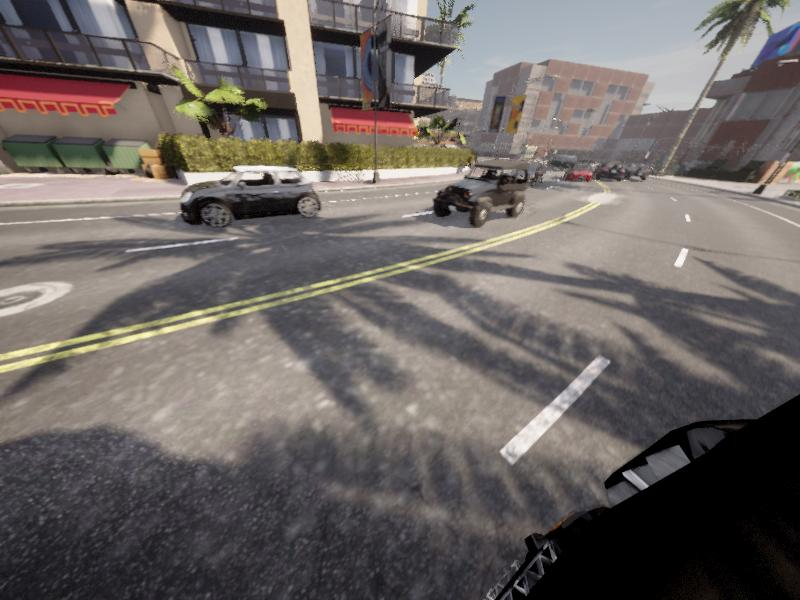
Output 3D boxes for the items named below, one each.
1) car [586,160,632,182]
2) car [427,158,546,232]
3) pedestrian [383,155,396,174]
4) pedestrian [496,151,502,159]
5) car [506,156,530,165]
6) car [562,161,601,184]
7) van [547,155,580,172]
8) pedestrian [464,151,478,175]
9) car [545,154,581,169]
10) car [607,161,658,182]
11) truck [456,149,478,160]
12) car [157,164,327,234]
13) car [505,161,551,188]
[{"bbox_3d":[22.610,-14.157,25.263,2.242,1.667,4.611,14,36,17],"label":"car"},{"bbox_3d":[3.149,-4.006,8.447,3.866,1.878,1.905,-22,41,-33],"label":"car"},{"bbox_3d":[-0.897,-11.427,19.503,0.751,1.300,0.751,27,41,32],"label":"pedestrian"},{"bbox_3d":[28.997,-42.451,67.591,0.751,1.860,0.751,-15,38,-25],"label":"pedestrian"},{"bbox_3d":[24.003,-28.549,47.177,1.994,1.385,4.181,-5,34,-11],"label":"car"},{"bbox_3d":[17.335,-12.371,22.332,2.007,1.525,4.514,17,36,20],"label":"car"},{"bbox_3d":[25.218,-21.297,35.857,1.775,1.987,4.442,4,34,2],"label":"van"},{"bbox_3d":[6.700,-12.976,21.844,0.751,1.860,0.751,22,38,26],"label":"pedestrian"},{"bbox_3d":[28.780,-24.667,41.099,2.150,2.045,5.566,1,33,-3],"label":"car"},{"bbox_3d":[26.929,-15.122,27.065,2.152,1.651,5.027,12,35,13],"label":"car"},{"bbox_3d":[17.066,-37.208,58.970,2.390,2.098,6.274,-6,35,-13],"label":"truck"},{"bbox_3d":[-4.618,-3.396,7.340,3.806,1.475,1.970,-19,39,-29],"label":"car"},{"bbox_3d":[10.322,-10.163,18.541,1.837,1.490,4.892,25,40,29],"label":"car"}]
